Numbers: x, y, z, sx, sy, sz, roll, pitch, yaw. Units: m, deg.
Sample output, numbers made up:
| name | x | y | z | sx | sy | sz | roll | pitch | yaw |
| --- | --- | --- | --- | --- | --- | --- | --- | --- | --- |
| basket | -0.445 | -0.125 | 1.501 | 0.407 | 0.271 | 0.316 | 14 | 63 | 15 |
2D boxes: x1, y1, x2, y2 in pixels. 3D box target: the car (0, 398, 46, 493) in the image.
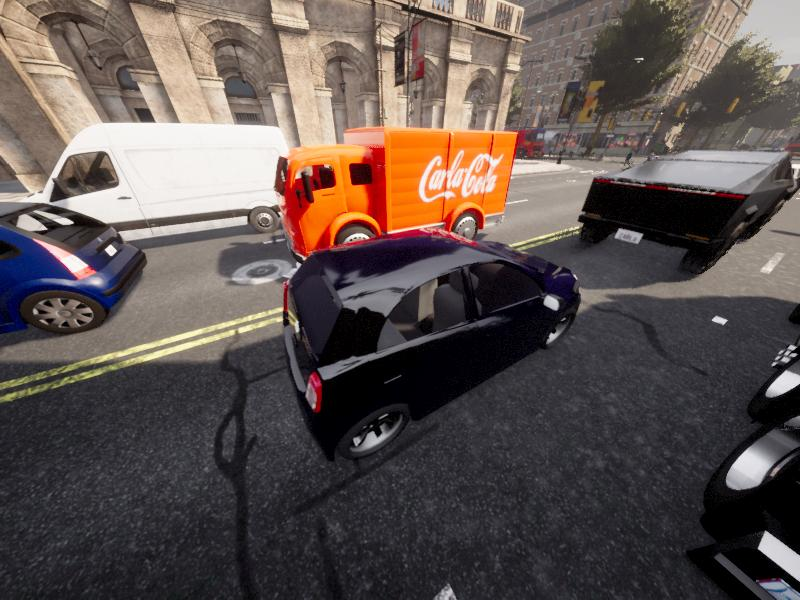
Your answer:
| name | x | y | z | sx | sy | sz | roll | pitch | yaw |
| --- | --- | --- | --- | --- | --- | --- | --- | --- | --- |
| car | -4.887 | 1.713 | 0.165 | 4.514 | 1.525 | 2.007 | -18 | 39 | -24 |

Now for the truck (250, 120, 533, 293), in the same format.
| name | x | y | z | sx | sy | sz | roll | pitch | yaw |
| --- | --- | --- | --- | --- | --- | --- | --- | --- | --- |
| truck | -0.089 | -2.528 | 5.464 | 5.204 | 2.467 | 2.627 | -18 | 39 | -24 |

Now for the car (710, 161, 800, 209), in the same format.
| name | x | y | z | sx | sy | sz | roll | pitch | yaw |
| --- | --- | --- | --- | --- | --- | --- | --- | --- | --- |
| car | 16.621 | -5.344 | 10.501 | 3.806 | 1.475 | 1.970 | -19 | 39 | -26 |

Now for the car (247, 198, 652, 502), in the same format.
| name | x | y | z | sx | sy | sz | roll | pitch | yaw |
| --- | --- | --- | --- | --- | --- | --- | --- | --- | --- |
| car | 0.568 | -0.046 | 2.728 | 3.633 | 1.501 | 1.845 | -18 | 39 | -24 |

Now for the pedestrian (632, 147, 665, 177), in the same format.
| name | x | y | z | sx | sy | sz | roll | pitch | yaw |
| --- | --- | --- | --- | --- | --- | --- | --- | --- | --- |
| pedestrian | 18.274 | -10.143 | 17.024 | 0.751 | 1.860 | 0.751 | -15 | 38 | -21 |

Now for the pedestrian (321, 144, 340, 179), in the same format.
| name | x | y | z | sx | sy | sz | roll | pitch | yaw |
| --- | --- | --- | --- | --- | --- | --- | --- | --- | --- |
| pedestrian | -4.457 | -8.887 | 14.785 | 0.751 | 1.860 | 0.751 | -15 | 38 | -20 |

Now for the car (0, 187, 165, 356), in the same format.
| name | x | y | z | sx | sy | sz | roll | pitch | yaw |
| --- | --- | --- | --- | --- | --- | --- | --- | --- | --- |
| car | -6.142 | -0.216 | 2.855 | 3.988 | 1.617 | 1.851 | -18 | 39 | -24 |

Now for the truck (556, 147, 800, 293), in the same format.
| name | x | y | z | sx | sy | sz | roll | pitch | yaw |
| --- | --- | --- | --- | --- | --- | --- | --- | --- | --- |
| truck | 7.326 | -2.480 | 5.778 | 6.274 | 2.098 | 2.390 | -18 | 39 | -24 |

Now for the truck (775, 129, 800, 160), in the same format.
| name | x | y | z | sx | sy | sz | roll | pitch | yaw |
| --- | --- | --- | --- | --- | --- | --- | --- | --- | --- |
| truck | 61.412 | -23.414 | 34.721 | 8.468 | 3.827 | 2.891 | -18 | 39 | -25 |

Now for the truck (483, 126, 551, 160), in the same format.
| name | x | y | z | sx | sy | sz | roll | pitch | yaw |
| --- | --- | --- | --- | --- | --- | --- | --- | --- | --- |
| truck | 17.174 | -23.835 | 34.996 | 2.891 | 3.827 | 8.468 | -18 | 39 | -24 |

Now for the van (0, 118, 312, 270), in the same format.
| name | x | y | z | sx | sy | sz | roll | pitch | yaw |
| --- | --- | --- | --- | --- | --- | --- | --- | --- | --- |
| van | -5.822 | -3.007 | 6.050 | 5.915 | 2.561 | 1.988 | -18 | 39 | -24 |

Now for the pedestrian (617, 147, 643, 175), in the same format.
| name | x | y | z | sx | sy | sz | roll | pitch | yaw |
| --- | --- | --- | --- | --- | --- | --- | --- | --- | --- |
| pedestrian | 18.035 | -10.947 | 18.176 | 0.751 | 1.860 | 0.751 | 26 | 42 | 31 |

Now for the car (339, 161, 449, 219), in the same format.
| name | x | y | z | sx | sy | sz | roll | pitch | yaw |
| --- | --- | --- | --- | --- | --- | --- | --- | --- | --- |
| car | -0.197 | -4.418 | 8.999 | 3.633 | 1.501 | 1.845 | -18 | 39 | -24 |

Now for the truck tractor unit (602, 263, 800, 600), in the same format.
| name | x | y | z | sx | sy | sz | roll | pitch | yaw |
| --- | --- | --- | --- | --- | --- | --- | --- | --- | --- |
| truck tractor unit | 5.107 | -0.305 | 0.784 | 6.516 | 4.208 | 3.053 | -18 | 39 | -24 |
